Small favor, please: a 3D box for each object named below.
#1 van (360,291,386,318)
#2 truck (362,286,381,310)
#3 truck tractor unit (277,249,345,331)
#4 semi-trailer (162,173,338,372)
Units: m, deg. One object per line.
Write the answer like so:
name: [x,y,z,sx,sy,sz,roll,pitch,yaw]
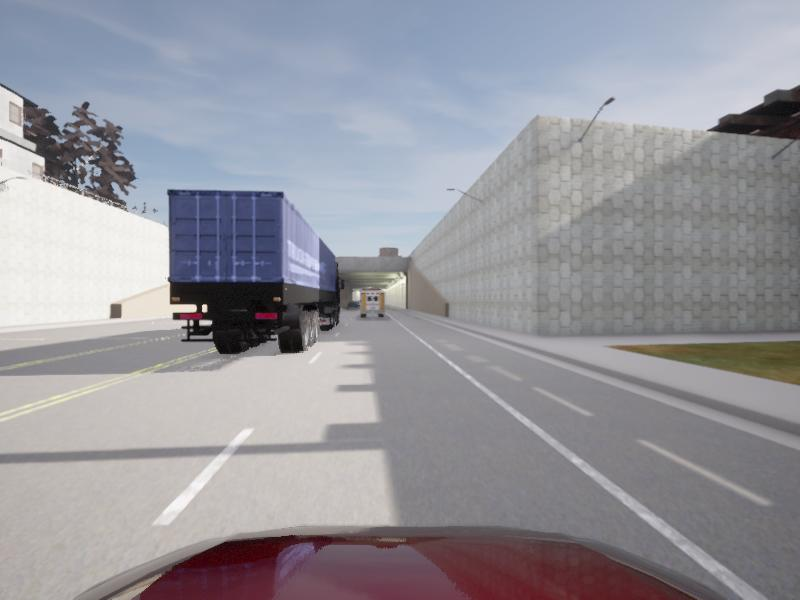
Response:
van: [-2.710,0.393,39.361,2.351,2.431,6.366,0,0,-4]
truck: [-4.746,-0.295,66.150,2.891,3.827,8.468,0,0,-4]
truck tractor unit: [-5.036,-0.510,23.946,3.053,4.208,6.516,0,0,-4]
semi-trailer: [-4.447,-0.610,16.050,2.717,4.402,14.254,0,0,-4]
